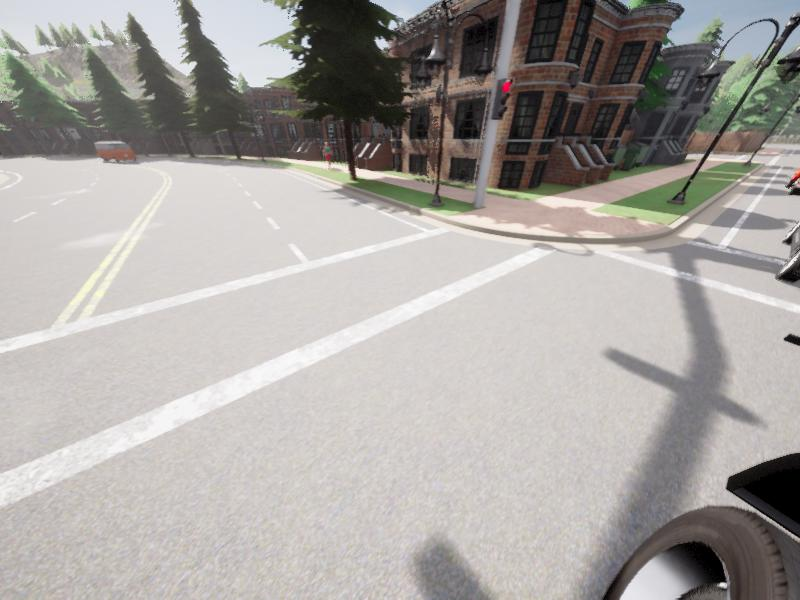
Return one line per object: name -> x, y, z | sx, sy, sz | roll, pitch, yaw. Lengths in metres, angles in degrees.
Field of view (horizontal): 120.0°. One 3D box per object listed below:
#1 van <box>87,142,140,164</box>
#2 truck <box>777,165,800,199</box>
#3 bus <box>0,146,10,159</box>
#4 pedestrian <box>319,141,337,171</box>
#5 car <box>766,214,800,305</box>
van -> -32.625, -16.858, 26.357 | 4.442, 1.987, 1.775 | 14, 37, 19
truck -> 19.419, -5.778, 9.759 | 5.204, 2.467, 2.627 | -22, 41, -28
bus -> -62.209, -20.877, 30.357 | 10.273, 4.253, 3.944 | -9, 36, -11
pedestrian -> -5.486, -10.984, 17.594 | 0.751, 1.860, 0.751 | -23, 41, -29
car -> 8.955, -1.172, 4.053 | 5.238, 1.638, 1.930 | -22, 41, -28
